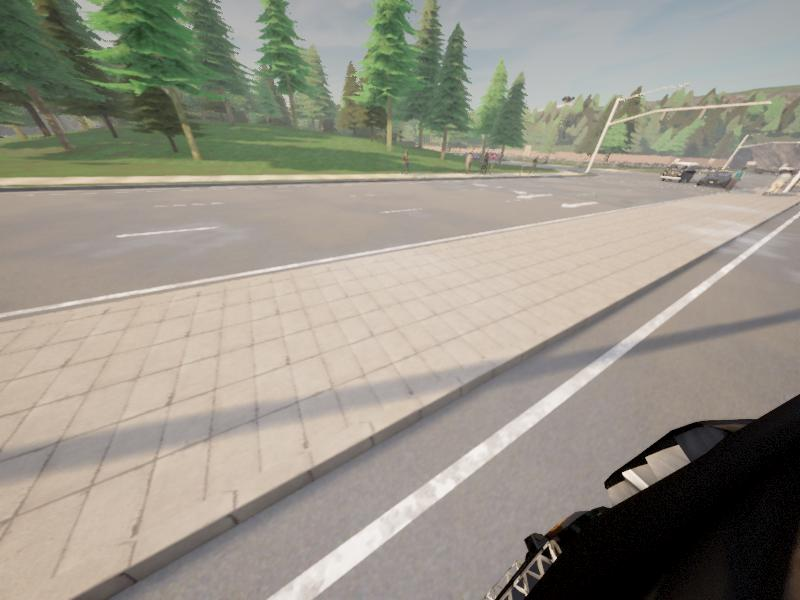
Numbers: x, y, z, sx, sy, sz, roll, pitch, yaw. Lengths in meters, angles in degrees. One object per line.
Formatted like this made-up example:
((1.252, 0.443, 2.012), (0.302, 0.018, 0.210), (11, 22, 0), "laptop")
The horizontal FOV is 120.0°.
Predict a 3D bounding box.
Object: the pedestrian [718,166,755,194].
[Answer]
((25.942, -9.290, 17.855), (0.751, 1.860, 0.751), (-17, 38, -27), "pedestrian")

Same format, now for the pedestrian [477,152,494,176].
((8.040, -12.820, 21.746), (0.751, 1.860, 0.751), (-7, 35, -15), "pedestrian")

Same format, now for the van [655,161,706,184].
((32.187, -14.655, 26.536), (4.480, 2.038, 2.069), (-15, 38, -25), "van")

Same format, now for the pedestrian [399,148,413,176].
((0.451, -11.124, 18.620), (0.751, 1.860, 0.751), (-15, 38, -25), "pedestrian")

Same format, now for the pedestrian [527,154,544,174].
((14.854, -14.905, 25.396), (0.751, 1.860, 0.751), (-11, 36, -19), "pedestrian")

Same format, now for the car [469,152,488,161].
((19.208, -35.172, 56.739), (1.851, 1.617, 3.988), (-16, 38, -25), "car")

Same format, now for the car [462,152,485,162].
((17.039, -33.485, 53.943), (2.033, 1.649, 4.856), (-16, 39, -25), "car")

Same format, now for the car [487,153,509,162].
((25.310, -36.883, 59.717), (2.038, 1.542, 4.974), (-16, 38, -25), "car")

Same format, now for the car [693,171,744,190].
((32.404, -12.216, 23.499), (4.181, 1.385, 1.994), (-16, 38, -25), "car")

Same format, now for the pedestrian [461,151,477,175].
((6.458, -12.816, 21.618), (0.751, 1.860, 0.751), (-19, 40, -30), "pedestrian")

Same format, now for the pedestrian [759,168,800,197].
((28.885, -8.916, 17.522), (0.751, 1.860, 0.751), (1, 34, -2), "pedestrian")

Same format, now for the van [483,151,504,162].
((23.054, -35.407, 56.975), (1.775, 1.987, 4.442), (-16, 38, -25), "van")

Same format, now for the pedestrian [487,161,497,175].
((9.120, -13.089, 22.917), (0.500, 1.100, 0.500), (-20, 40, -30), "pedestrian")
